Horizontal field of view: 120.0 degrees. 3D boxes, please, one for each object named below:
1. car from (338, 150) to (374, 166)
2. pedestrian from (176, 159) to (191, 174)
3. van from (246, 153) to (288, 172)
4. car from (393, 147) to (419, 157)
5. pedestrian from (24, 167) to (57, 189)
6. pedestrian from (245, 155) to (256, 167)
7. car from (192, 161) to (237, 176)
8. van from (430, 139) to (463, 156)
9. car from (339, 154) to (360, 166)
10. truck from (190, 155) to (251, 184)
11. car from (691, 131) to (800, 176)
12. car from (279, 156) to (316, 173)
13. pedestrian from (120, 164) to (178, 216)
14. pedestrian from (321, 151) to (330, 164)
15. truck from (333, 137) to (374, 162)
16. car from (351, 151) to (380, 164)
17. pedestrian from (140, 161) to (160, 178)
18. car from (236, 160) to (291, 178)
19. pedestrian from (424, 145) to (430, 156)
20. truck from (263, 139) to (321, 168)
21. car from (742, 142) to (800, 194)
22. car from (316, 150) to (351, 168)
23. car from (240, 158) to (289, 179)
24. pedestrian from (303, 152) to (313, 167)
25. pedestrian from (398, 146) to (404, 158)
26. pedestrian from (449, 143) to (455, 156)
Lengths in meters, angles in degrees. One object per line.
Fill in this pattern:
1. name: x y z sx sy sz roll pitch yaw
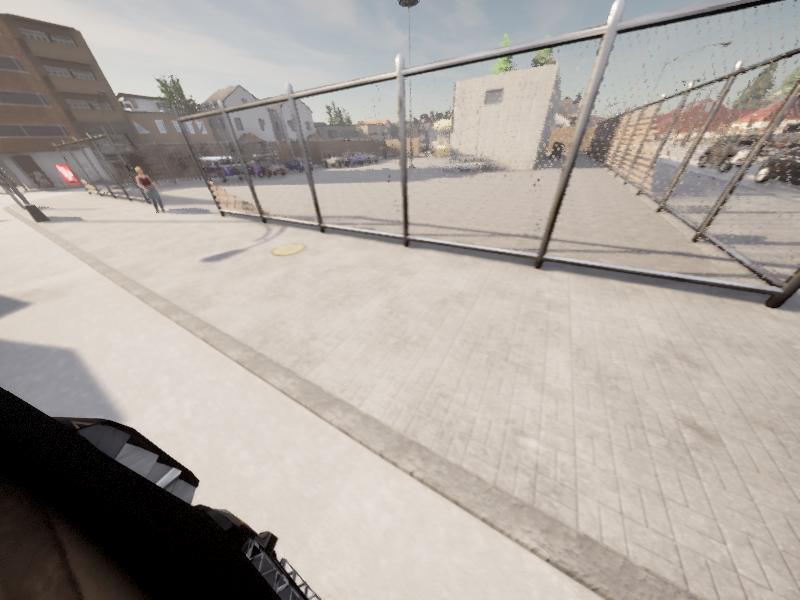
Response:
1. car: -6.307 -20.433 33.276 4.611 1.667 2.242 16 38 26
2. pedestrian: -30.452 -18.771 32.477 0.751 1.860 0.751 21 41 31
3. van: -19.195 -20.089 33.603 2.069 2.038 4.480 16 38 26
4. car: 1.255 -32.143 50.308 5.366 1.575 1.801 14 37 24
5. pedestrian: -36.645 -12.461 23.580 0.751 1.860 0.751 -13 35 -14
6. pedestrian: -25.857 -24.069 40.014 0.751 1.860 0.751 21 41 32
7. car: -25.355 -18.077 31.714 1.994 1.385 4.181 16 38 26
8. van: 9.171 -30.234 45.954 5.915 2.561 1.988 16 38 26
9. car: -6.839 -19.129 31.562 2.207 1.379 1.481 16 38 26
10. truck: -16.150 -11.771 20.838 4.478 2.038 2.069 16 38 26
11. car: 19.579 -8.464 13.243 1.932 1.855 4.605 16 38 26
12. car: -12.031 -15.955 27.186 3.633 1.501 1.845 16 38 26
13. pedestrian: -10.572 -4.627 9.781 0.751 1.860 0.751 16 38 26
14. pedestrian: -12.009 -22.924 37.172 0.751 1.860 0.751 24 43 35
15. truck: -9.169 -30.841 47.208 2.891 3.827 8.468 16 39 27
16. car: -5.354 -22.148 35.876 4.193 1.474 1.816 16 38 26
17. pedestrian: -32.419 -16.979 29.968 0.751 1.860 0.751 9 36 18
18. car: -14.013 -13.457 23.736 5.357 1.415 2.033 16 38 26
19. pedestrian: 5.185 -28.800 44.524 0.751 1.860 0.751 -23 39 -27
20. truck: -18.592 -25.935 40.665 2.891 3.827 8.468 16 38 26
21. car: 16.224 -5.010 8.714 1.837 1.490 4.892 16 38 26
22. car: -8.677 -18.432 30.298 3.866 1.878 1.905 16 38 26
23. car: -13.764 -13.591 23.786 1.789 1.547 3.705 16 38 26
24. pedestrian: -13.757 -21.134 34.646 0.751 1.860 0.751 24 42 34
25. pedestrian: 0.195 -29.239 45.587 0.751 1.860 0.751 14 37 24
26. pedestrian: 9.388 -27.139 41.701 0.751 1.860 0.751 18 39 28
